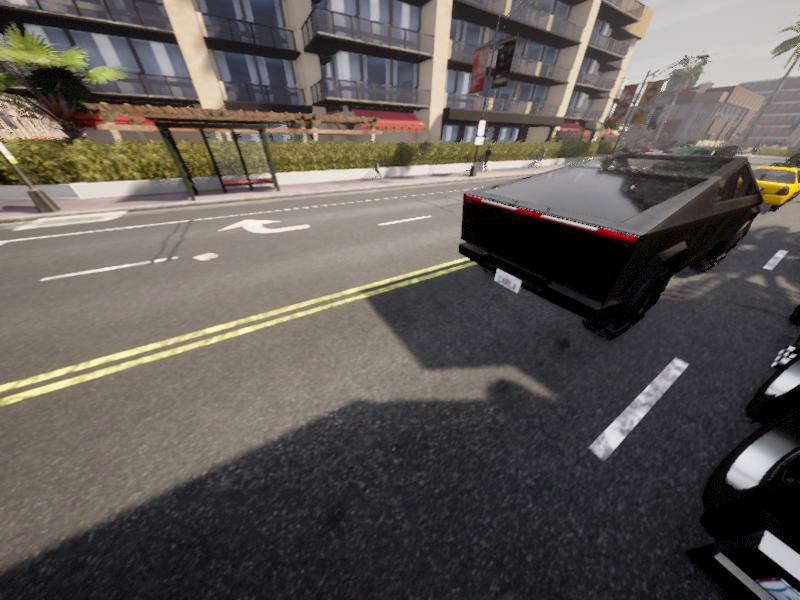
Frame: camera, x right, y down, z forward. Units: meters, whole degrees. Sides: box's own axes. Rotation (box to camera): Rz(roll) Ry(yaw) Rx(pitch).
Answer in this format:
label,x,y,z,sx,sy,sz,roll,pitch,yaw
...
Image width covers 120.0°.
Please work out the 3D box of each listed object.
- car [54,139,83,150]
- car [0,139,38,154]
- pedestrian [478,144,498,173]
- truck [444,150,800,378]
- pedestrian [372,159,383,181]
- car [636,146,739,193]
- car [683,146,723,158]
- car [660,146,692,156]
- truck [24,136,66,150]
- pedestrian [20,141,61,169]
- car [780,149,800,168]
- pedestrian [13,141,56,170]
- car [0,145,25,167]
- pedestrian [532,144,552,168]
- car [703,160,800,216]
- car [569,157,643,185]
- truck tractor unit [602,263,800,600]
label,x,y,z,sx,sy,sz,roll,pitch,yaw
car,-73.613,-34.559,51.365,1.905,1.878,3.866,-18,39,-25
car,-64.336,-25.594,38.415,2.150,2.045,5.566,-18,39,-25
pedestrian,6.871,-11.128,18.142,0.751,1.860,0.751,-16,38,-22
truck,4.154,-1.423,4.259,6.274,2.098,2.390,-18,39,-24
pedestrian,-1.395,-8.071,14.332,0.500,1.100,0.500,-16,38,-23
car,17.270,-8.011,13.906,5.566,2.045,2.150,-19,39,-26
car,52.259,-25.705,40.016,2.242,1.667,4.611,15,37,19
car,55.292,-29.984,46.446,1.994,1.385,4.181,8,35,10
truck,-76.972,-34.143,50.207,2.627,2.467,5.204,-18,39,-25
pedestrian,-28.526,-11.530,18.381,0.751,1.860,0.751,-18,39,-25
car,45.216,-15.729,25.658,1.851,1.617,3.988,28,43,33
pedestrian,-28.063,-11.108,17.778,0.751,1.860,0.751,-19,39,-25
car,-39.004,-13.687,21.912,1.851,1.617,3.988,-18,39,-25
pedestrian,13.183,-13.402,21.474,0.751,1.860,0.751,-18,39,-24
car,15.938,-5.047,10.038,5.366,1.575,1.801,-18,39,-24
car,14.214,-9.008,15.968,4.718,1.301,1.895,-18,39,-25
truck tractor unit,5.111,-0.299,0.786,6.516,4.208,3.053,-18,39,-24
